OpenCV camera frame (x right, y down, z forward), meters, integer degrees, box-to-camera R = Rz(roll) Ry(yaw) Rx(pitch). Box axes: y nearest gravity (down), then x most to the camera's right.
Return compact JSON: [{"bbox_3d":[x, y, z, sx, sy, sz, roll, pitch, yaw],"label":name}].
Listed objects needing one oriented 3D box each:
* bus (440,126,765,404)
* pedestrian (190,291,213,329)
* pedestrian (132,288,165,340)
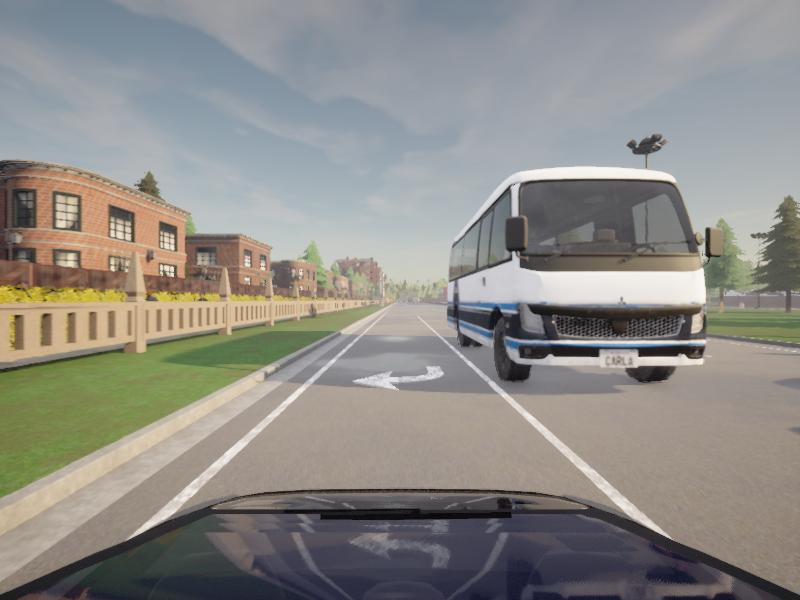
[{"bbox_3d":[3.621,-0.530,11.261,3.944,4.253,10.273,0,0,0],"label":"bus"},{"bbox_3d":[-9.908,0.492,19.991,0.751,1.860,0.751,0,0,-1],"label":"pedestrian"},{"bbox_3d":[-9.229,0.490,14.712,0.751,1.860,0.751,0,0,-1],"label":"pedestrian"}]
